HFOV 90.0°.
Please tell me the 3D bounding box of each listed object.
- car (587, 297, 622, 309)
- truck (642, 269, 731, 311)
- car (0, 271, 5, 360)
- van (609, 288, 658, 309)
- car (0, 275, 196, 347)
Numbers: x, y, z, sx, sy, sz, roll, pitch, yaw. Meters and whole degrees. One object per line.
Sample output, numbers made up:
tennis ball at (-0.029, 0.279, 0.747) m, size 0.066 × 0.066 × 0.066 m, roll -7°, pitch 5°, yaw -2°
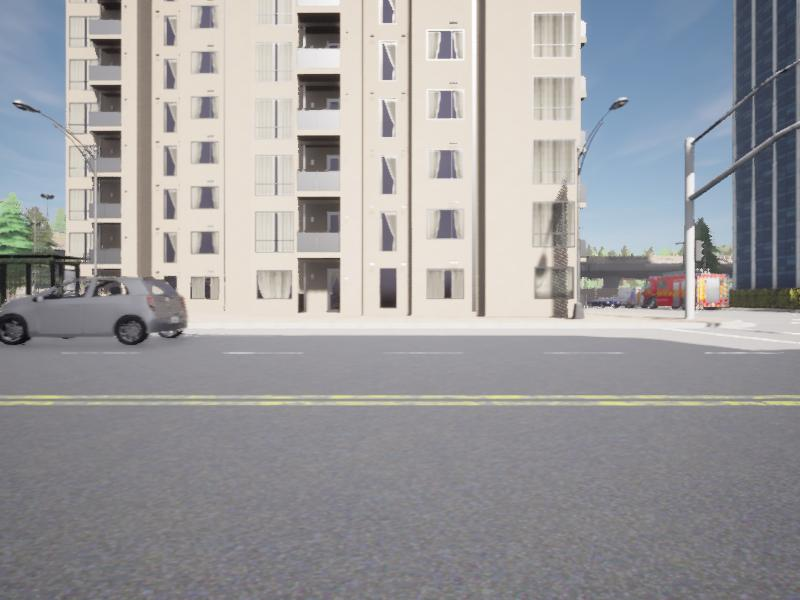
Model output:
car at (24.904, 0.351, 48.980) m, size 1.895 × 1.301 × 4.718 m, roll 0°, pitch 0°, yaw 1°
truck at (28.317, -0.911, 40.179) m, size 2.891 × 3.827 × 8.468 m, roll 0°, pitch 0°, yaw 1°
car at (-8.508, 0.250, 5.701) m, size 3.806 × 1.475 × 1.970 m, roll 0°, pitch 0°, yaw 0°
van at (28.406, -0.213, 49.034) m, size 2.351 × 2.431 × 6.366 m, roll 0°, pitch 0°, yaw 1°
car at (-6.994, 0.225, 9.214) m, size 3.633 × 1.501 × 1.845 m, roll 0°, pitch 0°, yaw 0°
